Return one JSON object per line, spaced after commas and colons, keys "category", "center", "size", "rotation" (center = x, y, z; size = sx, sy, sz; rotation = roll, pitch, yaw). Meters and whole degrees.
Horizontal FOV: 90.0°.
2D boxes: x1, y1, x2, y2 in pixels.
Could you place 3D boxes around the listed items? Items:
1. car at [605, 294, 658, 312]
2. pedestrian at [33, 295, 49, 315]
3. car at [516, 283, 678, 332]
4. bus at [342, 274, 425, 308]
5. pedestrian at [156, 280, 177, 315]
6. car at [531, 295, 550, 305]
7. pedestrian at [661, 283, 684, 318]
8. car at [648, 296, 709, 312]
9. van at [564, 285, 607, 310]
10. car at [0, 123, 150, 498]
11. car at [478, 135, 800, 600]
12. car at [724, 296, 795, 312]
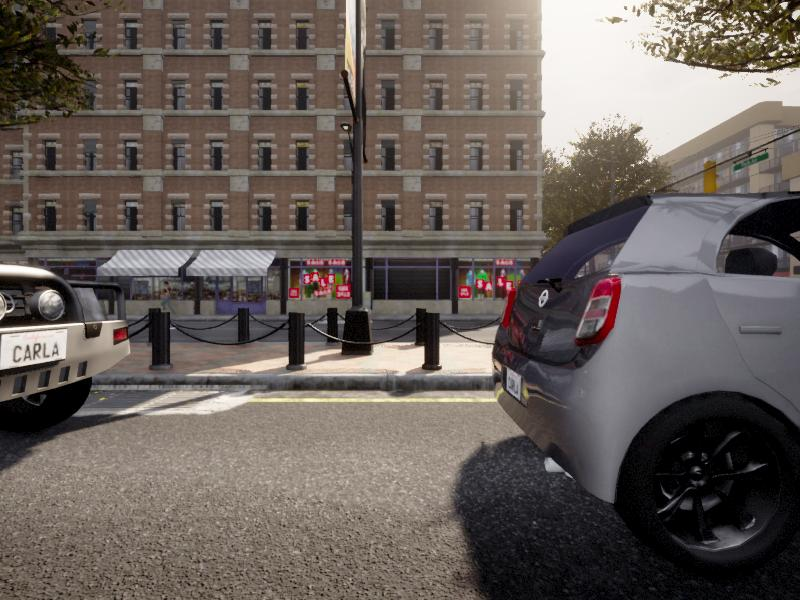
{"category": "car", "center": [20.188, 0.243, 35.149], "size": [1.837, 1.490, 4.892], "rotation": [0, 0, 0]}
{"category": "pedestrian", "center": [-20.369, 0.268, 22.708], "size": [0.500, 1.100, 0.500], "rotation": [0, 0, -2]}
{"category": "car", "center": [6.491, 0.227, 13.608], "size": [4.514, 1.525, 2.007], "rotation": [0, 0, 1]}
{"category": "bus", "center": [-2.054, -1.133, 51.914], "size": [10.273, 4.253, 3.944], "rotation": [0, 0, 0]}
{"category": "pedestrian", "center": [-12.689, -0.113, 21.760], "size": [0.751, 1.860, 0.751], "rotation": [0, 0, -2]}
{"category": "car", "center": [26.955, 0.050, 76.727], "size": [1.932, 1.855, 4.605], "rotation": [0, 0, 0]}
{"category": "pedestrian", "center": [14.832, 0.032, 21.786], "size": [0.751, 1.860, 0.751], "rotation": [0, 0, 0]}
{"category": "car", "center": [23.693, 0.341, 34.300], "size": [1.895, 1.301, 4.718], "rotation": [0, 0, 0]}
{"category": "van", "center": [20.136, -0.280, 43.771], "size": [1.988, 2.561, 5.915], "rotation": [0, 0, 0]}
{"category": "car", "center": [-4.281, 0.053, 2.201], "size": [4.605, 1.855, 1.932], "rotation": [0, 0, 0]}
{"category": "car", "center": [2.425, 0.226, 2.192], "size": [3.633, 1.501, 1.845], "rotation": [0, 0, 0]}
{"category": "car", "center": [30.693, 0.339, 34.387], "size": [1.895, 1.301, 4.718], "rotation": [0, 0, 0]}
